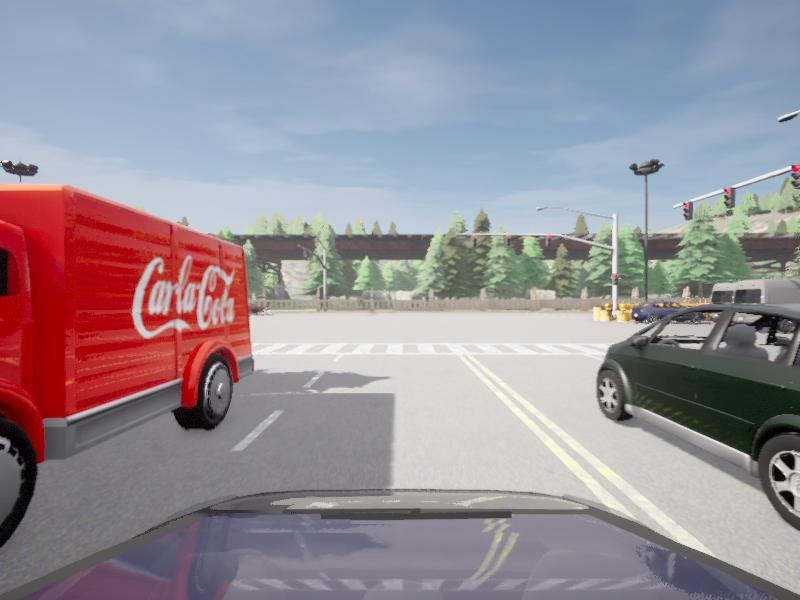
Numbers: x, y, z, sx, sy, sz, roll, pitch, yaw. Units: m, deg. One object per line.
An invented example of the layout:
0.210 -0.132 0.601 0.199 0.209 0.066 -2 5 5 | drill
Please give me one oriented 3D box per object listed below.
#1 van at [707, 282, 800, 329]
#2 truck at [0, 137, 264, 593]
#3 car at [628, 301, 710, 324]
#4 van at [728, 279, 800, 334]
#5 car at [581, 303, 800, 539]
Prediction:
21.361 0.289 22.966 5.915 2.561 1.988 0 0 1 | van
-3.473 0.350 3.711 2.627 2.467 5.204 0 0 0 | truck
17.717 0.815 26.511 4.193 1.474 1.816 0 0 1 | car
19.781 0.294 19.483 5.915 2.561 1.988 0 0 1 | van
3.530 0.803 3.973 1.789 1.549 3.705 0 0 0 | car
